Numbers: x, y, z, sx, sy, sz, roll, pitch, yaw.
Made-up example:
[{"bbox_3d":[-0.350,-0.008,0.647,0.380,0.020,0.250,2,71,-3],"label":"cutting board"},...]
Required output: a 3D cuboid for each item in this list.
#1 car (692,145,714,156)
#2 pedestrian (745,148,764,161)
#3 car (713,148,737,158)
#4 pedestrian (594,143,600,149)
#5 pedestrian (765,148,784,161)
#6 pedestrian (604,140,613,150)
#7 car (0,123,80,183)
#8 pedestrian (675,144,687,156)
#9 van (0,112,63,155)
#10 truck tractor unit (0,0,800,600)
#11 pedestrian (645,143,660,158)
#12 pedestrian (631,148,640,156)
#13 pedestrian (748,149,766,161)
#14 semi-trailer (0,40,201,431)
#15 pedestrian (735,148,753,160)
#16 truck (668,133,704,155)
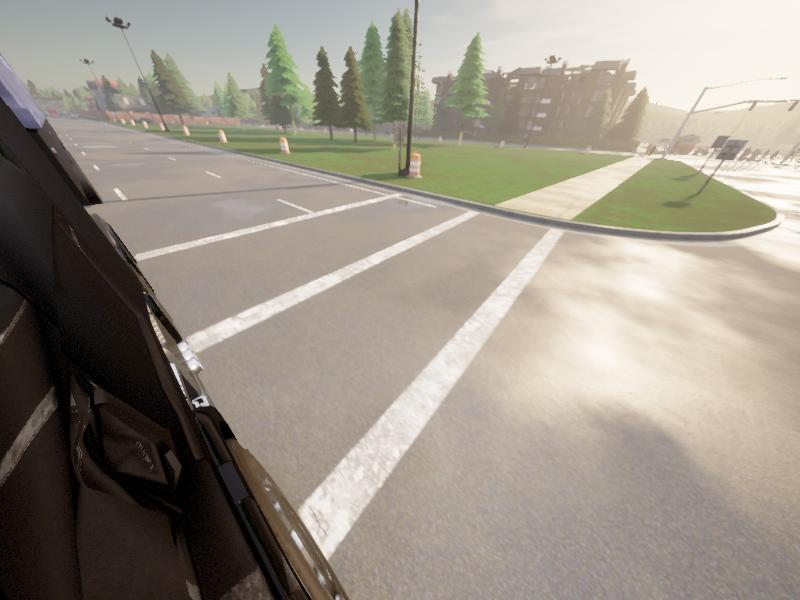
[{"bbox_3d":[67.903,-33.510,51.784,1.905,1.878,3.866,28,43,30],"label":"car"},{"bbox_3d":[64.667,-26.540,42.174,0.751,1.860,0.751,14,38,14],"label":"pedestrian"},{"bbox_3d":[70.859,-32.124,50.436,1.837,1.490,4.892,28,43,30],"label":"car"},{"bbox_3d":[45.598,-35.694,53.521,0.500,1.100,0.500,29,44,31],"label":"pedestrian"},{"bbox_3d":[65.661,-25.437,40.506,0.751,1.860,0.751,25,42,27],"label":"pedestrian"},{"bbox_3d":[46.812,-34.820,51.796,0.751,1.860,0.751,27,43,28],"label":"pedestrian"},{"bbox_3d":[-16.048,-6.389,9.803,5.027,1.651,2.152,28,44,30],"label":"car"},{"bbox_3d":[56.794,-30.291,46.663,0.751,1.860,0.751,31,45,32],"label":"pedestrian"},{"bbox_3d":[-23.599,-10.583,14.593,4.442,1.987,1.775,28,43,30],"label":"van"},{"bbox_3d":[-2.645,-0.295,0.351,6.516,4.208,3.053,28,44,30],"label":"truck tractor unit"},{"bbox_3d":[39.670,-23.441,36.286,0.751,1.860,0.751,-26,45,-33],"label":"pedestrian"},{"bbox_3d":[39.963,-25.110,39.183,0.500,1.100,0.500,31,45,32],"label":"pedestrian"},{"bbox_3d":[63.954,-26.019,41.425,0.751,1.860,0.751,23,41,25],"label":"pedestrian"},{"bbox_3d":[-8.694,-3.611,4.226,14.254,4.402,2.717,28,43,30],"label":"semi-trailer"},{"bbox_3d":[62.584,-26.553,42.047,0.751,1.860,0.751,22,41,24],"label":"pedestrian"},{"bbox_3d":[65.466,-35.868,53.144,2.891,3.827,8.468,28,43,30],"label":"truck"}]
